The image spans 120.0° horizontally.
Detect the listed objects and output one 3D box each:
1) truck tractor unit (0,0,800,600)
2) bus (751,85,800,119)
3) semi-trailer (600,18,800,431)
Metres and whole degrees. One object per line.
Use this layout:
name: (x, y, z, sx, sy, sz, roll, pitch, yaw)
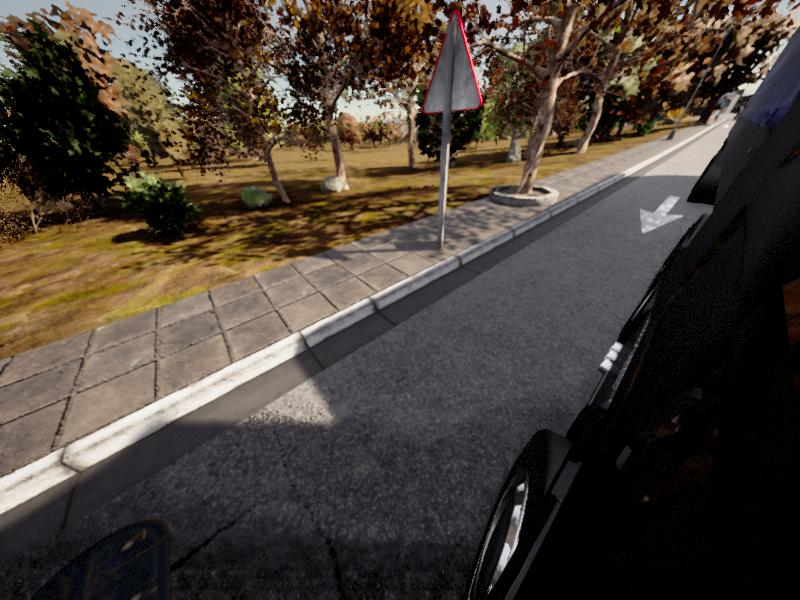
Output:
truck tractor unit: (2.645, -0.295, 0.351, 6.516, 4.208, 3.053, -28, 44, -30)
bus: (68.011, -35.293, 41.463, 10.273, 4.253, 3.944, -28, 44, -31)
semi-trailer: (8.579, -3.694, 4.328, 14.254, 4.402, 2.717, -30, 44, -31)
